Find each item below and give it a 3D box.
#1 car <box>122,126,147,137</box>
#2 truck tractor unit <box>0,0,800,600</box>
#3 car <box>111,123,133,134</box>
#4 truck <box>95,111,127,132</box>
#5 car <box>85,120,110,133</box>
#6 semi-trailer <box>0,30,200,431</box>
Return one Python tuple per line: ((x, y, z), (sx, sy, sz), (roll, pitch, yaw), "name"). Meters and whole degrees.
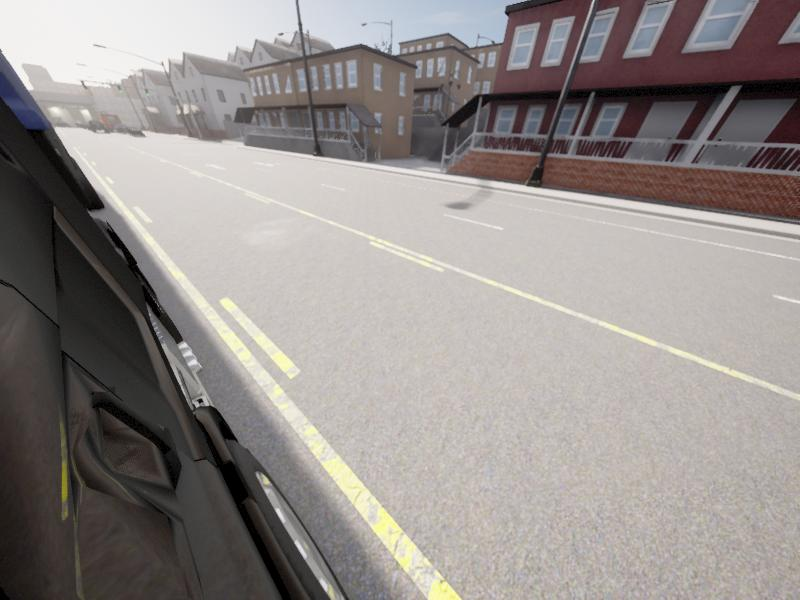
((-50.304, -31.904, 43.707), (5.357, 1.411, 2.033), (28, 42, 30), "car")
((-2.645, -0.295, 0.352), (6.516, 4.208, 3.053), (28, 44, 30), "truck tractor unit")
((-60.626, -37.455, 50.401), (4.553, 1.767, 2.097), (28, 42, 30), "car")
((-70.945, -43.687, 56.646), (8.468, 3.827, 2.891), (28, 42, 30), "truck")
((-64.327, -36.844, 49.059), (5.566, 2.045, 2.150), (27, 42, 30), "car")
((-8.701, -3.543, 4.309), (14.254, 4.402, 2.717), (27, 42, 30), "semi-trailer")
